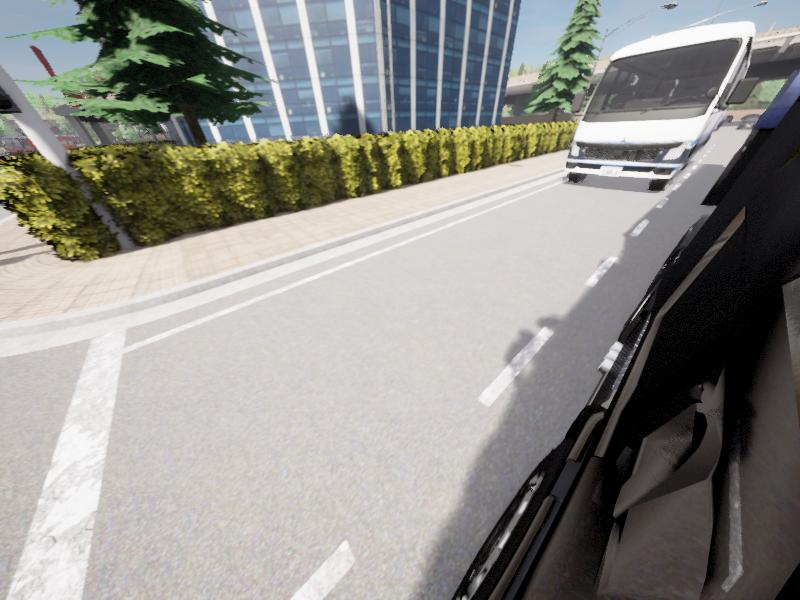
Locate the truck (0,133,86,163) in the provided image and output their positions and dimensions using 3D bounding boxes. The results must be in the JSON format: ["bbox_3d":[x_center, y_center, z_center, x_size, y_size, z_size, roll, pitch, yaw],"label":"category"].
[{"bbox_3d":[-63.508,-27.211,41.155,2.891,3.827,8.468,-4,37,-1],"label":"truck"}]

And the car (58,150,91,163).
[{"bbox_3d":[-50.638,-22.502,36.050,1.994,1.385,4.181,-29,44,-31],"label":"car"}]

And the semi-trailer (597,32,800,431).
[{"bbox_3d":[8.747,-3.566,4.188,14.254,4.402,2.717,-27,43,-29],"label":"semi-trailer"}]

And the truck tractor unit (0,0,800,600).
[{"bbox_3d":[2.645,-0.295,0.351,6.516,4.208,3.053,-28,44,-30],"label":"truck tractor unit"}]

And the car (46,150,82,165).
[{"bbox_3d":[-46.386,-19.792,31.997,1.845,1.501,3.633,-29,44,-31],"label":"car"}]

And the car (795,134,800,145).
[{"bbox_3d":[31.802,-12.437,17.000,4.974,1.542,2.038,-29,44,-30],"label":"car"}]

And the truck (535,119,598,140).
[{"bbox_3d":[22.489,-23.222,31.550,2.390,2.098,6.274,-29,44,-30],"label":"truck"}]

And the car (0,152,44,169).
[{"bbox_3d":[-48.589,-18.054,29.805,1.845,1.501,3.633,-29,44,-31],"label":"car"}]

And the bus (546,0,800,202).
[{"bbox_3d":[11.125,-7.662,9.682,10.273,4.253,3.944,-28,44,-31],"label":"bus"}]

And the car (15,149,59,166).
[{"bbox_3d":[-52.851,-20.935,33.732,2.097,1.767,4.553,-29,44,-31],"label":"car"}]

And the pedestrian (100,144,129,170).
[{"bbox_3d":[-25.470,-12.774,20.634,0.751,1.860,0.751,-26,42,-28],"label":"pedestrian"}]

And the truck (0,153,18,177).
[{"bbox_3d":[-38.915,-12.638,19.978,2.891,3.827,8.468,-29,44,-31],"label":"truck"}]

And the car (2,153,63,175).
[{"bbox_3d":[-37.951,-14.283,24.060,2.128,1.511,4.902,-29,44,-31],"label":"car"}]

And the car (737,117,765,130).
[{"bbox_3d":[52.340,-26.400,34.518,4.674,1.442,1.812,-29,44,-31],"label":"car"}]
